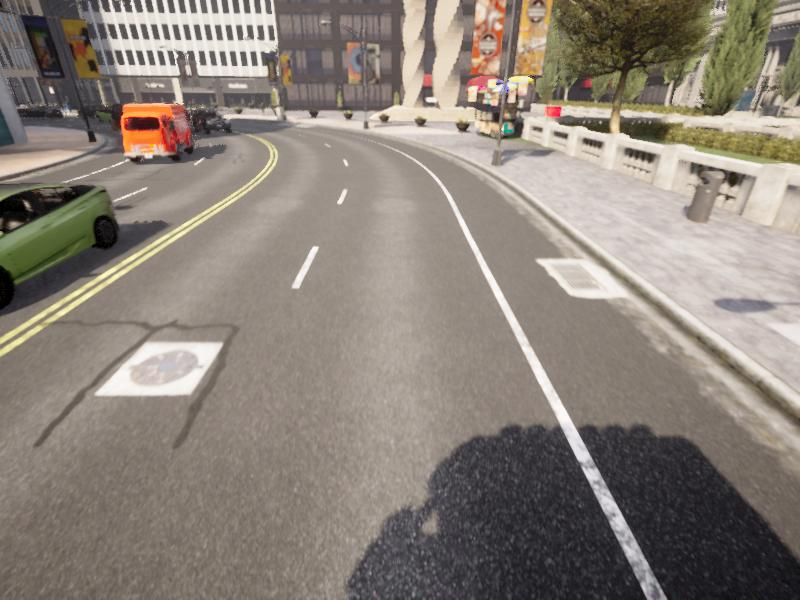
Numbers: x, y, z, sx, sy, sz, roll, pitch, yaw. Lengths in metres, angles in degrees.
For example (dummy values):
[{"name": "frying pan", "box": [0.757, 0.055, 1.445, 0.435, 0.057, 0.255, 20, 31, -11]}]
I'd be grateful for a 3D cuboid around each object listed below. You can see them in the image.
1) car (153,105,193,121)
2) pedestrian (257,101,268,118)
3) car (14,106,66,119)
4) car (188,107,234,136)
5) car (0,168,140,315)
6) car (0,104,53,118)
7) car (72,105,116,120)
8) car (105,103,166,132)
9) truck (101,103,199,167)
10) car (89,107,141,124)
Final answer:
[{"name": "car", "box": [-27.328, -22.561, 48.113, 3.988, 1.617, 1.851, 12, 30, 21]}, {"name": "pedestrian", "box": [-17.318, -24.044, 50.447, 0.751, 1.860, 0.751, 15, 31, 26]}, {"name": "car", "box": [-43.503, -22.718, 48.446, 4.181, 1.385, 1.994, 0, 27, -1]}, {"name": "car", "box": [-15.429, -14.588, 32.546, 1.932, 1.855, 4.605, -20, 34, -34]}, {"name": "car", "box": [-7.112, -1.166, 7.090, 2.007, 1.525, 4.514, 0, 27, -1]}, {"name": "car", "box": [-48.232, -24.375, 51.533, 4.902, 1.511, 2.128, 0, 27, -1]}, {"name": "car", "box": [-36.231, -22.236, 47.425, 3.705, 1.549, 1.789, 6, 28, 11]}, {"name": "car", "box": [-23.372, -16.161, 35.306, 5.566, 2.045, 2.150, 20, 33, 33]}, {"name": "truck", "box": [-12.111, -8.399, 19.988, 2.627, 2.467, 5.204, -7, 28, -15]}, {"name": "car", "box": [-30.313, -19.696, 42.623, 4.514, 1.525, 2.007, 11, 29, 19]}]
